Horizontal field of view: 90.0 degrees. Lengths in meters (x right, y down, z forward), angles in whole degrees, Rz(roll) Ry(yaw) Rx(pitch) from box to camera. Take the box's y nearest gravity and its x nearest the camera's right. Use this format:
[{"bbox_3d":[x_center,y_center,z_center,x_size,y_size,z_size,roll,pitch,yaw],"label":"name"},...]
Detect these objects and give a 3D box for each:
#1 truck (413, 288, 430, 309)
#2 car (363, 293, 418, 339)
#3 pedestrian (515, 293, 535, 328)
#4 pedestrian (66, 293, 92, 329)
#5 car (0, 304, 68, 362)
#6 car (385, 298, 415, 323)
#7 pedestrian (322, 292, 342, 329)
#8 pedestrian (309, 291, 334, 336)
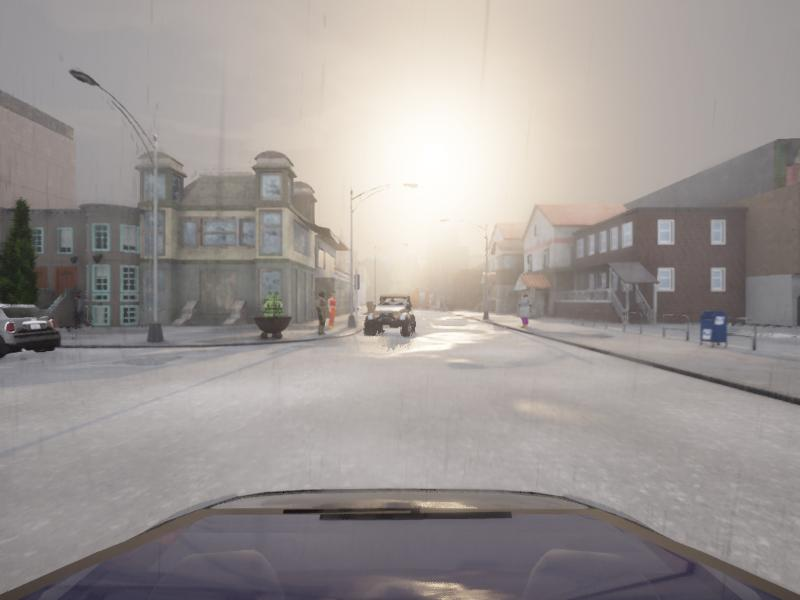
[{"bbox_3d":[3.986,-0.276,76.148,2.891,3.827,8.468,0,0,0],"label":"truck"},{"bbox_3d":[-0.309,0.659,18.199,1.905,1.878,3.866,0,0,8],"label":"car"},{"bbox_3d":[6.675,0.547,21.335,0.751,1.860,0.751,0,0,-37],"label":"pedestrian"},{"bbox_3d":[-16.718,0.561,20.850,0.751,1.860,0.751,0,0,-6],"label":"pedestrian"},{"bbox_3d":[-12.101,0.861,11.284,3.806,1.475,1.970,0,0,-1],"label":"car"},{"bbox_3d":[-0.008,0.715,30.426,2.097,1.767,4.553,0,0,0],"label":"car"},{"bbox_3d":[-3.500,0.548,20.574,0.751,1.860,0.751,0,0,41],"label":"pedestrian"},{"bbox_3d":[-3.316,0.545,16.938,0.751,1.860,0.751,0,0,17],"label":"pedestrian"}]
